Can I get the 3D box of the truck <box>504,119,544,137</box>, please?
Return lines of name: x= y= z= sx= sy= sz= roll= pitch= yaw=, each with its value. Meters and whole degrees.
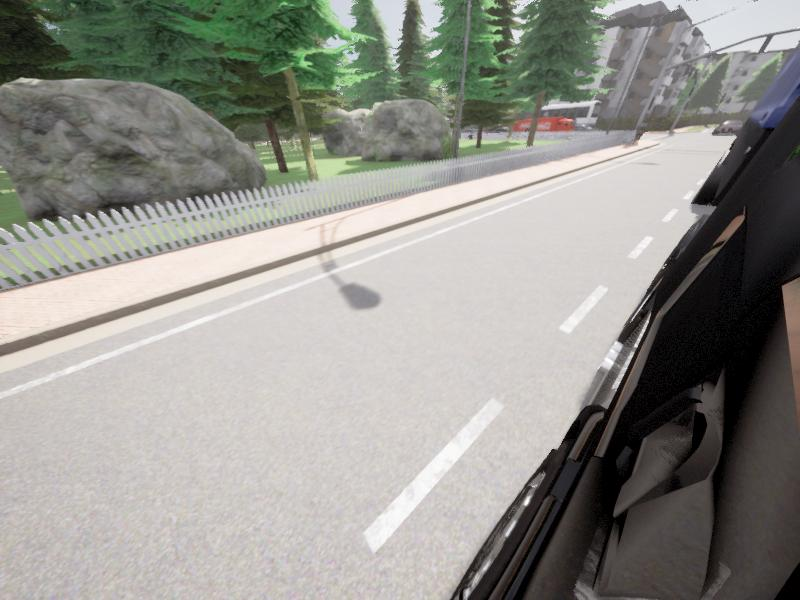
truck: x=21.809 y=-30.476 z=40.985 sx=2.627 sy=2.467 sz=5.204 roll=-26 pitch=43 yaw=-28

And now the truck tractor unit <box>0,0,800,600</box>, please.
truck tractor unit: x=2.645 y=-0.295 z=0.352 sx=6.516 sy=4.208 sz=3.053 roll=-28 pitch=44 yaw=-30

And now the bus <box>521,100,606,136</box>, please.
bus: x=27.091 y=-30.535 z=39.246 sx=3.944 sy=4.253 sz=10.273 roll=-26 pitch=43 yaw=-28

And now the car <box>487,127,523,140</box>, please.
car: x=16.844 y=-26.947 z=37.390 sx=1.837 sy=1.490 sz=4.892 roll=-26 pitch=43 yaw=-28

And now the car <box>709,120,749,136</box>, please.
car: x=38.511 y=-20.124 z=27.021 sx=4.181 sy=1.385 sz=1.994 roll=-27 pitch=43 yaw=-29

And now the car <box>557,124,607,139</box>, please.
car: x=25.605 y=-23.842 z=32.678 sx=2.128 sy=1.511 sz=4.902 roll=-26 pitch=43 yaw=-28

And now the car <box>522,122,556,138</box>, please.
car: x=21.888 y=-26.762 z=36.498 sx=1.905 sy=1.878 sz=3.866 roll=-26 pitch=43 yaw=-28

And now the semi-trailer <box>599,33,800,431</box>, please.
semi-trailer: x=8.651 y=-3.633 z=4.280 sx=14.254 sy=4.402 sz=2.717 roll=-29 pitch=44 yaw=-30

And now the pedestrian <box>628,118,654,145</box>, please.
pedestrian: x=20.967 y=-14.662 z=20.108 sx=0.751 sy=1.860 sz=0.751 roll=-27 pitch=43 yaw=-29

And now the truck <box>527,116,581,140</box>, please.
truck: x=21.318 y=-23.984 z=32.334 sx=2.627 sy=2.467 sz=5.204 roll=-26 pitch=43 yaw=-28
